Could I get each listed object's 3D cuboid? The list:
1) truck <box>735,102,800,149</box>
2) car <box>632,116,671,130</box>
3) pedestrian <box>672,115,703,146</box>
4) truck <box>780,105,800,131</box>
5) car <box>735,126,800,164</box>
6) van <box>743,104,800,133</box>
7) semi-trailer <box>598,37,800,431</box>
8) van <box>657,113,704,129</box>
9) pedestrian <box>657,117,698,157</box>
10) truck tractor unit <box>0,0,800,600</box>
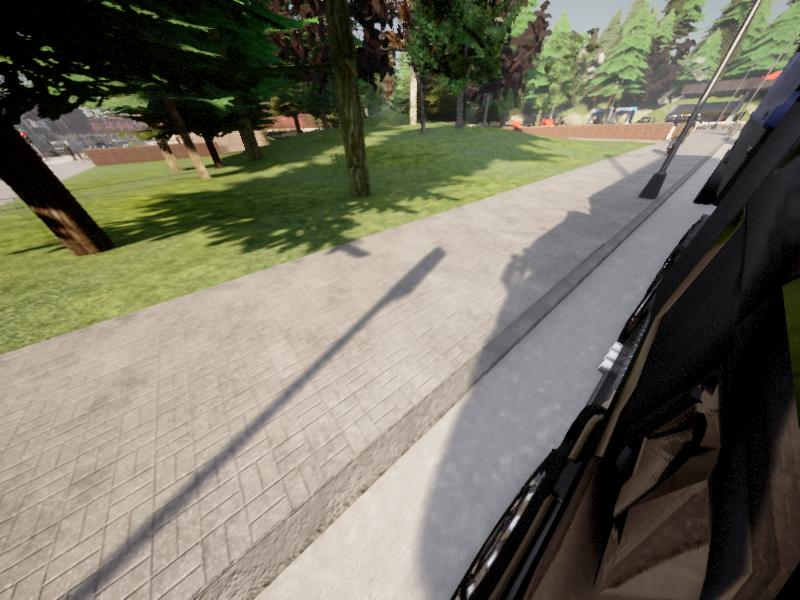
[{"bbox_3d":[27.865,-12.875,16.973,5.204,2.467,2.627,-28,44,-29],"label":"truck"},{"bbox_3d":[43.537,-30.625,40.060,1.905,1.878,3.866,-28,44,-29],"label":"car"},{"bbox_3d":[22.164,-13.032,17.828,0.751,1.860,0.751,30,48,35],"label":"pedestrian"},{"bbox_3d":[49.499,-21.771,27.500,2.627,2.467,5.204,26,45,31],"label":"truck"},{"bbox_3d":[20.373,-8.461,12.497,4.181,1.385,1.994,-28,44,-29],"label":"car"},{"bbox_3d":[45.579,-22.275,28.342,1.988,2.561,5.915,25,45,30],"label":"van"},{"bbox_3d":[8.665,-3.631,4.257,14.254,4.402,2.717,-29,44,-30],"label":"semi-trailer"},{"bbox_3d":[48.430,-30.861,39.964,2.069,2.038,4.480,-25,42,-28],"label":"van"},{"bbox_3d":[16.386,-9.650,13.688,0.751,1.860,0.751,-28,44,-29],"label":"pedestrian"},{"bbox_3d":[2.645,-0.295,0.351,6.516,4.208,3.053,-28,44,-30],"label":"truck tractor unit"}]
